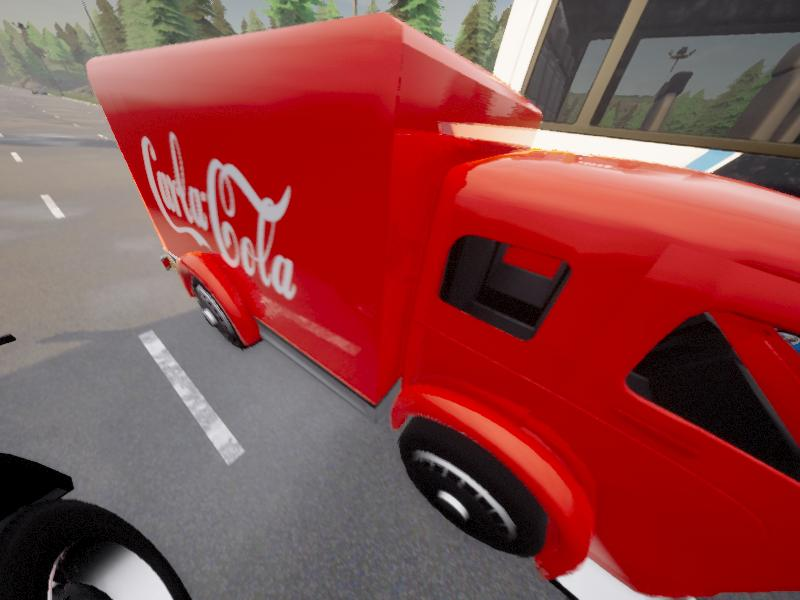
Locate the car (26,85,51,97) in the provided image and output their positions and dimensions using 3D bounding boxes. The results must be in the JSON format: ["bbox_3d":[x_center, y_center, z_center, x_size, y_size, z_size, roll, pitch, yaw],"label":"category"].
[{"bbox_3d":[-77.747,-44.928,49.688,4.902,1.511,2.128,27,42,25],"label":"car"}]

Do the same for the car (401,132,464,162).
[{"bbox_3d":[2.811,-13.796,20.838,5.027,1.651,2.152,-4,38,-13],"label":"car"}]

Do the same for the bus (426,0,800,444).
[{"bbox_3d":[5.972,-0.823,2.142,10.273,4.253,3.944,27,42,24],"label":"bus"}]

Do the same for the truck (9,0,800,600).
[{"bbox_3d":[-0.152,-0.495,2.269,5.204,2.467,2.627,27,42,25],"label":"truck"}]
